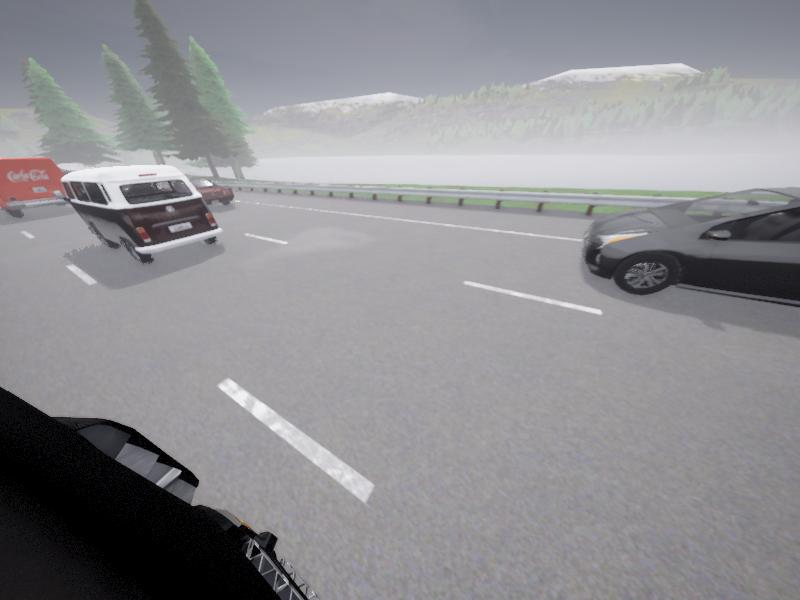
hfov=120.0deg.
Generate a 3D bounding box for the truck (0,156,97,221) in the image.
[{"bbox_3d":[-19.587,-5.963,12.027,5.204,2.467,2.627,14,37,23],"label":"truck"}]

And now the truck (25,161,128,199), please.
[{"bbox_3d":[-24.028,-8.974,17.199,6.274,2.098,2.390,13,36,22],"label":"truck"}]

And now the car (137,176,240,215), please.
[{"bbox_3d":[-10.580,-5.353,11.580,4.718,1.301,1.895,15,37,25],"label":"car"}]

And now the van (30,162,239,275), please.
[{"bbox_3d":[-7.101,-2.471,6.310,4.480,2.038,2.069,16,37,26],"label":"van"}]

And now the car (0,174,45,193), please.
[{"bbox_3d":[-36.882,-11.069,21.928,4.718,1.301,1.895,9,35,17],"label":"car"}]

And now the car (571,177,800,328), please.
[{"bbox_3d":[5.565,-0.821,3.470,4.514,1.525,2.007,16,38,26],"label":"car"}]
